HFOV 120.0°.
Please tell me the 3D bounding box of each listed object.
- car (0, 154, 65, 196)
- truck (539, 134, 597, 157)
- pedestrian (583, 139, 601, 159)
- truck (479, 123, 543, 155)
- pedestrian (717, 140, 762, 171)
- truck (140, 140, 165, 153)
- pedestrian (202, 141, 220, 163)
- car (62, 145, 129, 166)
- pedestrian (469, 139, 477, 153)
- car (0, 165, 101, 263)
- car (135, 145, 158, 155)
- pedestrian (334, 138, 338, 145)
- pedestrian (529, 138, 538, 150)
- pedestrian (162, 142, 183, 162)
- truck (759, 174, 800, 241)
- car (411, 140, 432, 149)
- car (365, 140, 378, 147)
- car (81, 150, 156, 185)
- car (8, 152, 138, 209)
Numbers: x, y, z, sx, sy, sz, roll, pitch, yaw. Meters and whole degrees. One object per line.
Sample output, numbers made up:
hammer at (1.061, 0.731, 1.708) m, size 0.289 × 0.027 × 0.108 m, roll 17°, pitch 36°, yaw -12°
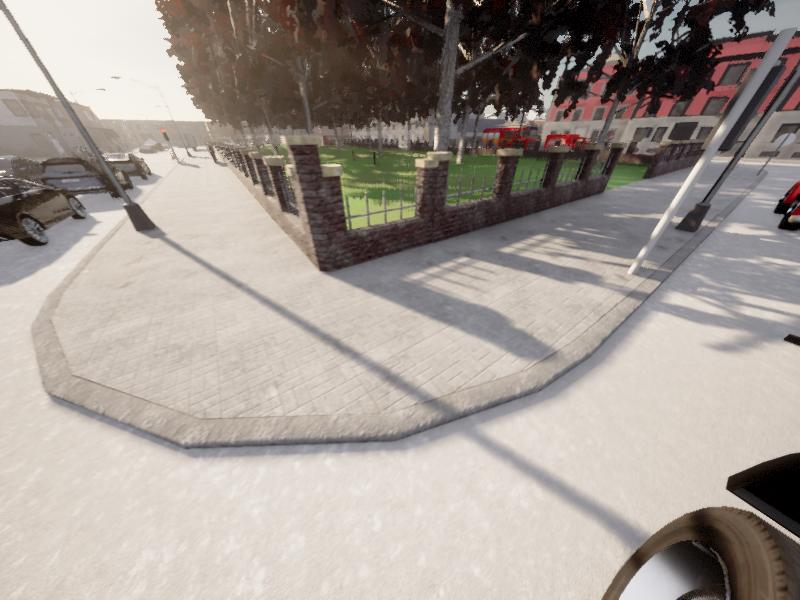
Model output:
car at (-20.805, -6.726, 12.276) m, size 1.837 × 1.490 × 4.892 m, roll -22°, pitch 41°, yaw -28°
truck at (22.628, -21.049, 31.421) m, size 2.627 × 2.467 × 5.204 m, roll -23°, pitch 41°, yaw -28°
pedestrian at (21.546, -16.972, 25.962) m, size 0.751 × 1.860 × 0.751 m, roll -22°, pitch 41°, yaw -28°
truck at (17.377, -25.917, 37.176) m, size 2.891 × 3.827 × 8.468 m, roll -22°, pitch 41°, yaw -28°
pedestrian at (24.430, -10.429, 16.675) m, size 0.751 × 1.860 × 0.751 m, roll 4°, pitch 35°, yaw 6°
truck at (-51.830, -32.271, 48.519) m, size 2.390 × 2.098 × 6.274 m, roll -22°, pitch 41°, yaw -28°
pedestrian at (-19.419, -15.243, 23.790) m, size 0.751 × 1.860 × 0.751 m, roll -23°, pitch 41°, yaw -29°
car at (-30.719, -14.574, 23.344) m, size 4.856 × 1.649 × 2.033 m, roll 11°, pitch 33°, yaw 16°
pedestrian at (11.752, -25.011, 37.411) m, size 0.751 × 1.860 × 0.751 m, roll -4°, pitch 35°, yaw -5°
car at (-10.704, -2.428, 6.106) m, size 2.128 × 1.511 × 4.902 m, roll -22°, pitch 41°, yaw -28°
car at (-46.525, -27.648, 42.505) m, size 1.812 × 1.442 × 4.674 m, roll -22°, pitch 41°, yaw -28°
pedestrian at (-20.797, -51.761, 75.518) m, size 0.751 × 1.860 × 0.751 m, roll -22°, pitch 41°, yaw -28°
pedestrian at (24.457, -28.589, 42.393) m, size 0.751 × 1.860 × 0.751 m, roll 22°, pitch 41°, yaw 28°
pedestrian at (-25.003, -16.320, 25.433) m, size 0.751 × 1.860 × 0.751 m, roll 19°, pitch 39°, yaw 25°
truck at (12.908, -3.108, 6.080) m, size 5.204 × 2.467 × 2.627 m, roll -22°, pitch 41°, yaw -28°
car at (4.823, -35.399, 52.599) m, size 2.152 × 1.651 × 5.027 m, roll -22°, pitch 41°, yaw -27°
car at (-9.172, -50.644, 74.646) m, size 2.033 × 1.649 × 4.856 m, roll -22°, pitch 41°, yaw -28°
car at (-18.280, -8.911, 15.339) m, size 2.128 × 1.511 × 4.902 m, roll -24°, pitch 42°, yaw -30°
car at (-14.400, -5.709, 10.677) m, size 2.033 × 1.649 × 4.856 m, roll -23°, pitch 41°, yaw -29°
